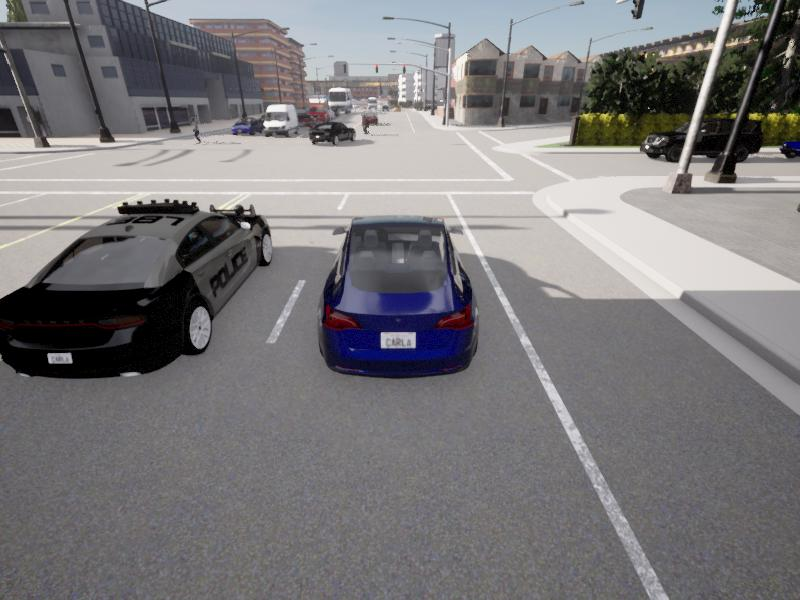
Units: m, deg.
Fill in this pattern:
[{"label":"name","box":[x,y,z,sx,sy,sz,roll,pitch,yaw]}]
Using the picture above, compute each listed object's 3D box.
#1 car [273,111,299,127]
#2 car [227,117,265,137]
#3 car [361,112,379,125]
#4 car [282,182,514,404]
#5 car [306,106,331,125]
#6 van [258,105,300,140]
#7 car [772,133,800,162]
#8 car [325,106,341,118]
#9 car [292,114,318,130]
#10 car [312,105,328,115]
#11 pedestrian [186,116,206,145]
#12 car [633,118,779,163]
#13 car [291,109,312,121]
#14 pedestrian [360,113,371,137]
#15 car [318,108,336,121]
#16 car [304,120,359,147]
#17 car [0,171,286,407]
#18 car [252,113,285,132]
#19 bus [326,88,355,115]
[{"label":"car","box":[-14.323,-22.991,50.651,1.882,1.535,5.008,0,28,0]},{"label":"car","box":[-14.230,-16.147,37.227,1.816,1.474,4.193,0,27,0]},{"label":"car","box":[-3.842,-23.677,52.160,1.994,1.385,4.181,0,27,0]},{"label":"car","box":[-0.031,-0.604,6.211,2.163,1.488,4.792,0,27,0]},{"label":"car","box":[-10.829,-24.682,53.355,2.150,2.045,5.566,0,27,0]},{"label":"van","box":[-10.640,-15.974,35.707,1.988,2.561,5.915,-1,27,-2]},{"label":"car","box":[23.279,-8.126,21.332,4.718,1.301,1.895,0,26,0]},{"label":"car","box":[-10.922,-30.841,65.608,1.816,1.474,4.193,0,28,0]},{"label":"car","box":[-10.728,-20.318,45.559,1.812,1.442,4.674,0,27,0]},{"label":"car","box":[-14.467,-34.390,72.323,1.882,1.535,5.008,0,27,0]},{"label":"pedestrian","box":[-14.976,-12.466,29.397,0.751,1.860,0.751,-19,32,-34]},{"label":"car","box":[15.946,-8.469,21.179,5.566,2.045,2.150,0,26,0]},{"label":"car","box":[-14.378,-27.218,58.778,1.837,1.490,4.892,0,28,0]},{"label":"pedestrian","box":[-3.106,-15.668,35.810,0.751,1.860,0.751,-9,28,-17]},{"label":"car","box":[-10.883,-27.826,59.974,1.812,1.442,4.674,0,28,0]},{"label":"car","box":[-5.027,-12.674,30.225,1.882,1.535,5.008,9,28,17]},{"label":"car","box":[-3.523,-0.754,6.335,1.930,1.638,5.238,0,27,0]},{"label":"car","box":[-14.275,-19.510,43.751,1.930,1.638,5.238,0,27,0]},{"label":"bus","box":[-10.864,-36.942,74.336,3.944,4.253,10.273,0,27,0]}]
